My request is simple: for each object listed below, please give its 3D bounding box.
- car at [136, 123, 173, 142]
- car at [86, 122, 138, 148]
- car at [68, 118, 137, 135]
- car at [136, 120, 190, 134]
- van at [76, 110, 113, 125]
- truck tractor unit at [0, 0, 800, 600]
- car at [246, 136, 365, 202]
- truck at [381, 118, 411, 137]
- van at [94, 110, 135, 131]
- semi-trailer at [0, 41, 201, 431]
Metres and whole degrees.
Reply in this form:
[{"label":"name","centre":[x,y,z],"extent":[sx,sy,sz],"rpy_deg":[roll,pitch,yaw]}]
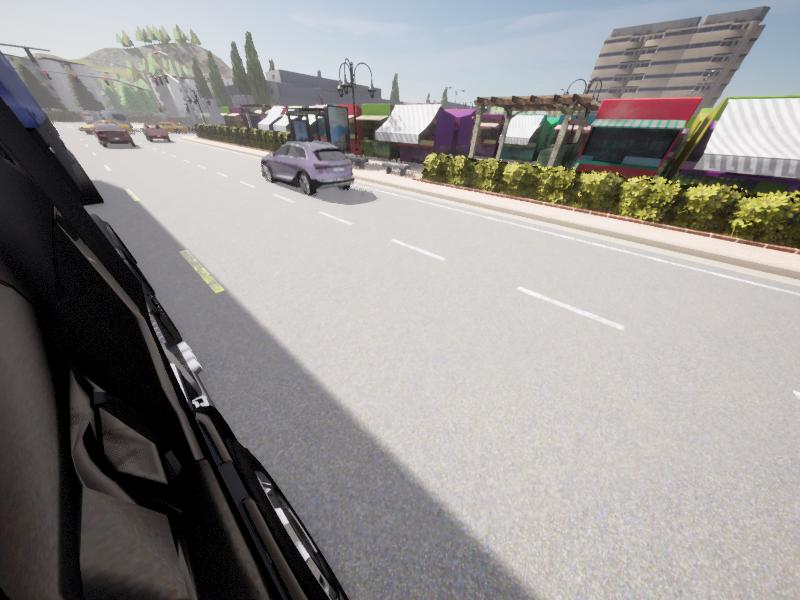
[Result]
[{"label":"car","centre":[-25.603,-17.491,24.111],"extent":[3.633,1.501,1.845],"rpy_deg":[31,45,33]},{"label":"car","centre":[-24.004,-13.765,19.228],"extent":[5.008,1.535,1.882],"rpy_deg":[29,44,30]},{"label":"car","centre":[-37.649,-22.128,29.500],"extent":[1.801,1.575,5.366],"rpy_deg":[4,37,2]},{"label":"car","centre":[-36.253,-26.566,35.515],"extent":[1.801,1.575,5.366],"rpy_deg":[30,45,31]},{"label":"van","centre":[-70.017,-41.930,53.187],"extent":[2.351,2.431,6.366],"rpy_deg":[-14,40,-21]},{"label":"truck tractor unit","centre":[-2.645,-0.295,0.351],"extent":[6.516,4.208,3.053],"rpy_deg":[28,44,30]},{"label":"car","centre":[-3.870,-5.524,9.419],"extent":[4.856,1.649,2.033],"rpy_deg":[29,44,30]},{"label":"truck","centre":[-1.091,-46.408,62.377],"extent":[2.891,3.827,8.468],"rpy_deg":[30,44,31]},{"label":"van","centre":[-47.484,-29.890,38.445],"extent":[5.915,2.561,1.988],"rpy_deg":[21,41,23]},{"label":"semi-trailer","centre":[-8.682,-3.619,4.238],"extent":[14.254,4.402,2.717],"rpy_deg":[28,44,30]}]
